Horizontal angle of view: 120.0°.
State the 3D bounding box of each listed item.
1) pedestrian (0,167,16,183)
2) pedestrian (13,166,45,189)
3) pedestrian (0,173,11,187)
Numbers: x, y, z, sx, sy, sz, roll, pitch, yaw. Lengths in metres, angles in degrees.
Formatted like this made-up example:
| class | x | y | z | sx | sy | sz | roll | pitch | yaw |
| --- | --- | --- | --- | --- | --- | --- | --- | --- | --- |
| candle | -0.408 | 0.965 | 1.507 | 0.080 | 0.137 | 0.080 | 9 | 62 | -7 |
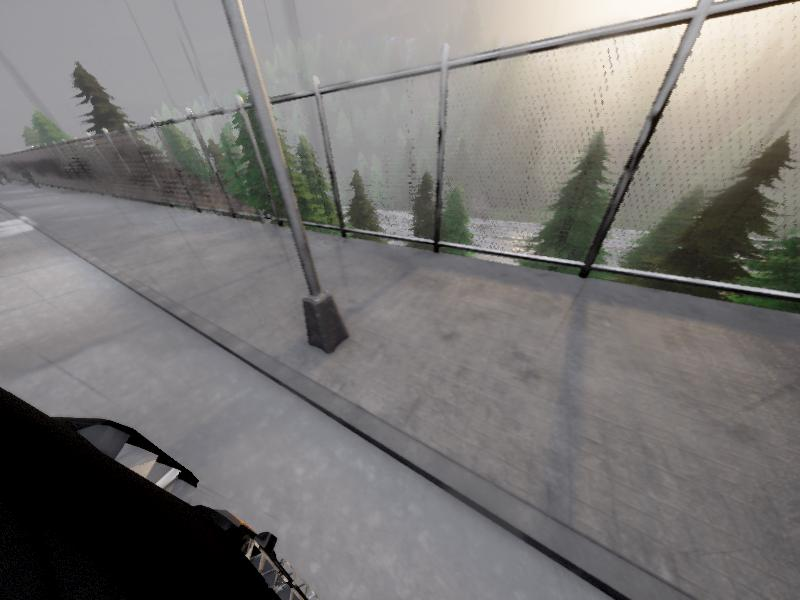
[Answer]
| class | x | y | z | sx | sy | sz | roll | pitch | yaw |
| --- | --- | --- | --- | --- | --- | --- | --- | --- | --- |
| pedestrian | -53.865 | -16.992 | 31.425 | 0.751 | 1.860 | 0.751 | 17 | 38 | 26 |
| pedestrian | -35.557 | -11.705 | 22.155 | 0.751 | 1.860 | 0.751 | 14 | 37 | 24 |
| pedestrian | -46.922 | -14.300 | 26.884 | 0.751 | 1.860 | 0.751 | 23 | 42 | 33 |
